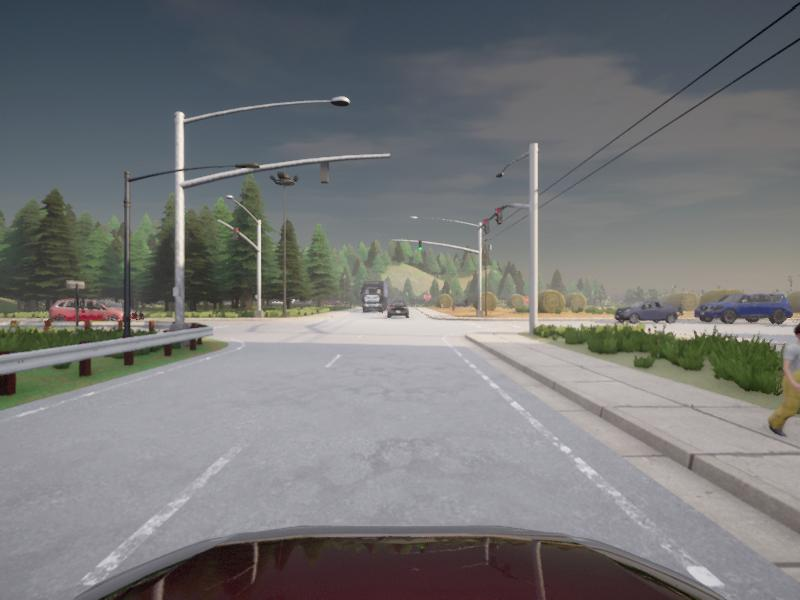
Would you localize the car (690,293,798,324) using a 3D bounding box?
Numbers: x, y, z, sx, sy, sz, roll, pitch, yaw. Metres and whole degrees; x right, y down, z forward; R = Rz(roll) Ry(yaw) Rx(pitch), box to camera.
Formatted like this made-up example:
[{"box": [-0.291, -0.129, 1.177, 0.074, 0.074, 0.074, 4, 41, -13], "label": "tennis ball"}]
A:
[{"box": [23.381, 0.562, 27.331, 5.566, 2.045, 2.150, 0, 0, -1], "label": "car"}]

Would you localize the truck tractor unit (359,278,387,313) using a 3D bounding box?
[{"box": [-3.376, -0.485, 51.766, 3.053, 4.208, 6.516, 0, -1, 1], "label": "truck tractor unit"}]

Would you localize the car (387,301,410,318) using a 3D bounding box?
[{"box": [-0.112, 0.855, 38.346, 2.038, 1.542, 4.974, 0, 0, 1], "label": "car"}]

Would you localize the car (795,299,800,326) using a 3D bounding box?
[{"box": [27.157, 0.771, 23.903, 5.027, 1.651, 2.152, 0, 0, -1], "label": "car"}]

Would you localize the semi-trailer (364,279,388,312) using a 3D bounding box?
[{"box": [-3.342, -0.573, 59.676, 2.717, 4.402, 14.254, 0, 0, 0], "label": "semi-trailer"}]

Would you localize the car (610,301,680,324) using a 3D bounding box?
[{"box": [16.603, 0.815, 27.219, 3.633, 1.501, 1.845, 0, 0, -1], "label": "car"}]

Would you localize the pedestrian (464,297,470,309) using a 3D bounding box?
[{"box": [11.057, 0.517, 65.946, 0.751, 1.860, 0.751, 0, 0, 32], "label": "pedestrian"}]

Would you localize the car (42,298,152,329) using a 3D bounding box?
[{"box": [-17.350, 0.743, 23.101, 4.611, 1.667, 2.242, 0, 0, -1], "label": "car"}]

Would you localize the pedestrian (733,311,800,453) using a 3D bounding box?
[{"box": [4.083, 0.768, 4.078, 0.751, 1.300, 0.751, 0, 0, 0], "label": "pedestrian"}]
